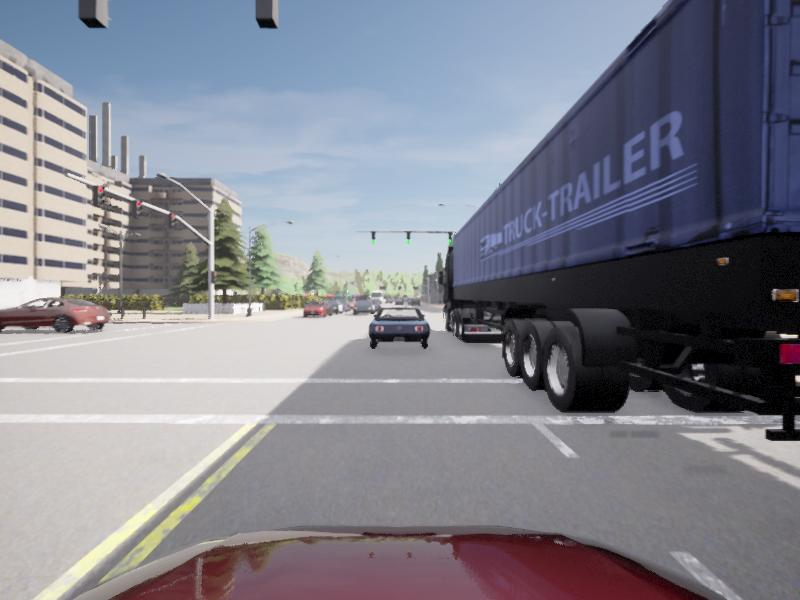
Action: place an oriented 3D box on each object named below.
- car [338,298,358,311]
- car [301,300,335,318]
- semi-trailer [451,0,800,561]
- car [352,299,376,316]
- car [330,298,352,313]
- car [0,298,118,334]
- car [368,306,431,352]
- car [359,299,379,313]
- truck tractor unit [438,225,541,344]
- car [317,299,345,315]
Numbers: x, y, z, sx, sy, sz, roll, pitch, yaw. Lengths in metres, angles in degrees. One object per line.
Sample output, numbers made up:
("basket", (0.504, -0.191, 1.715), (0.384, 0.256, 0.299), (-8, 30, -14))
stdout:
("car", (-7.101, 0.603, 55.420), (2.242, 1.667, 4.611), (0, 0, 0))
("car", (-7.126, 0.731, 35.193), (2.007, 1.525, 4.514), (0, 0, 2))
("semi-trailer", (3.494, -0.646, 9.530), (2.717, 4.402, 14.254), (0, 0, 0))
("car", (-3.572, 0.714, 40.371), (2.038, 1.542, 4.974), (0, 0, 0))
("car", (-7.085, 0.643, 48.385), (2.033, 1.649, 4.856), (0, 0, 0))
("car", (-16.856, 0.726, 19.266), (5.027, 1.651, 2.152), (0, 0, 2))
("car", (-0.026, 0.904, 14.332), (1.895, 1.301, 4.718), (0, 0, 0))
("car", (-3.584, 0.697, 47.354), (2.007, 1.525, 4.514), (0, 0, 0))
("truck tractor unit", (3.472, -0.572, 17.445), (3.053, 4.208, 6.516), (0, 0, 0))
("car", (-7.074, 0.711, 41.429), (2.038, 1.542, 4.974), (0, 0, 0))
